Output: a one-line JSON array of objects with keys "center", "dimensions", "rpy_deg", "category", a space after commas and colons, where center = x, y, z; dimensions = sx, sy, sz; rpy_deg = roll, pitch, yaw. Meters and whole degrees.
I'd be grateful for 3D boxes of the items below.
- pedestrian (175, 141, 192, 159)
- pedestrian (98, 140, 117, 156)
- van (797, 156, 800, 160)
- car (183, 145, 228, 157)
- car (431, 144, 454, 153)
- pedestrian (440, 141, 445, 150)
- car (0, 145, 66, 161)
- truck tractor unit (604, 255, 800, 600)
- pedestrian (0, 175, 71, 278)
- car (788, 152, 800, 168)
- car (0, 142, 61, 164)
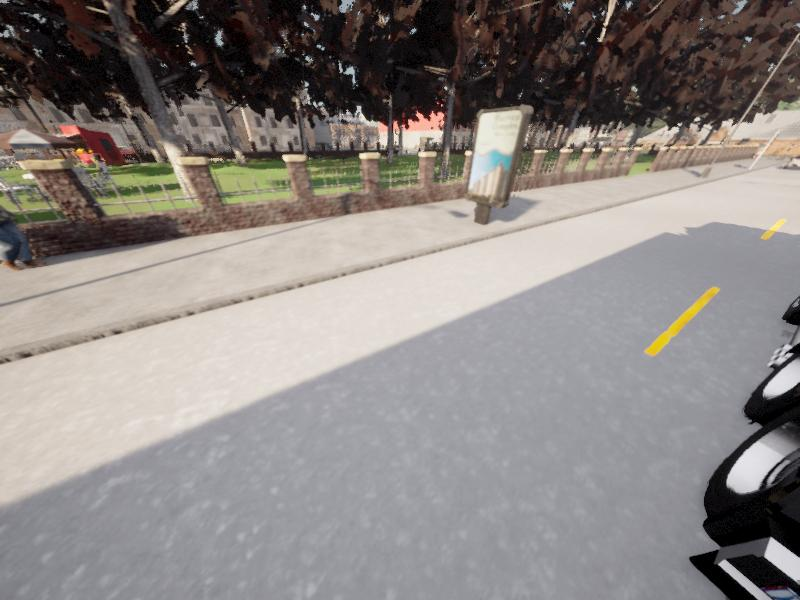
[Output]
[{"center": [-27.582, -19.128, 29.475], "dimensions": [0.751, 1.860, 0.751], "rpy_deg": [-9, 36, -13], "category": "pedestrian"}, {"center": [-41.584, -21.560, 32.854], "dimensions": [0.751, 1.860, 0.751], "rpy_deg": [-9, 36, -13], "category": "pedestrian"}, {"center": [65.432, -22.415, 35.177], "dimensions": [1.775, 1.987, 4.442], "rpy_deg": [-19, 39, -25], "category": "van"}, {"center": [-29.628, -22.871, 35.384], "dimensions": [4.902, 1.511, 2.128], "rpy_deg": [-19, 39, -25], "category": "car"}, {"center": [9.429, -33.458, 50.979], "dimensions": [4.514, 1.525, 2.007], "rpy_deg": [-19, 39, -25], "category": "car"}, {"center": [10.936, -39.239, 58.806], "dimensions": [0.751, 1.860, 0.751], "rpy_deg": [-26, 42, -32], "category": "pedestrian"}, {"center": [-44.701, -17.753, 27.855], "dimensions": [4.514, 1.525, 2.007], "rpy_deg": [-19, 39, -26], "category": "car"}, {"center": [5.096, -0.314, 0.810], "dimensions": [6.516, 4.208, 3.053], "rpy_deg": [-19, 39, -25], "category": "truck tractor unit"}, {"center": [-7.415, -1.433, 4.162], "dimensions": [0.751, 1.860, 0.751], "rpy_deg": [-18, 39, -25], "category": "pedestrian"}, {"center": [46.483, -15.846, 26.057], "dimensions": [5.357, 1.411, 2.033], "rpy_deg": [-19, 39, -26], "category": "car"}, {"center": [-41.969, -16.230, 25.386], "dimensions": [4.605, 1.855, 1.932], "rpy_deg": [-19, 39, -24], "category": "car"}]
